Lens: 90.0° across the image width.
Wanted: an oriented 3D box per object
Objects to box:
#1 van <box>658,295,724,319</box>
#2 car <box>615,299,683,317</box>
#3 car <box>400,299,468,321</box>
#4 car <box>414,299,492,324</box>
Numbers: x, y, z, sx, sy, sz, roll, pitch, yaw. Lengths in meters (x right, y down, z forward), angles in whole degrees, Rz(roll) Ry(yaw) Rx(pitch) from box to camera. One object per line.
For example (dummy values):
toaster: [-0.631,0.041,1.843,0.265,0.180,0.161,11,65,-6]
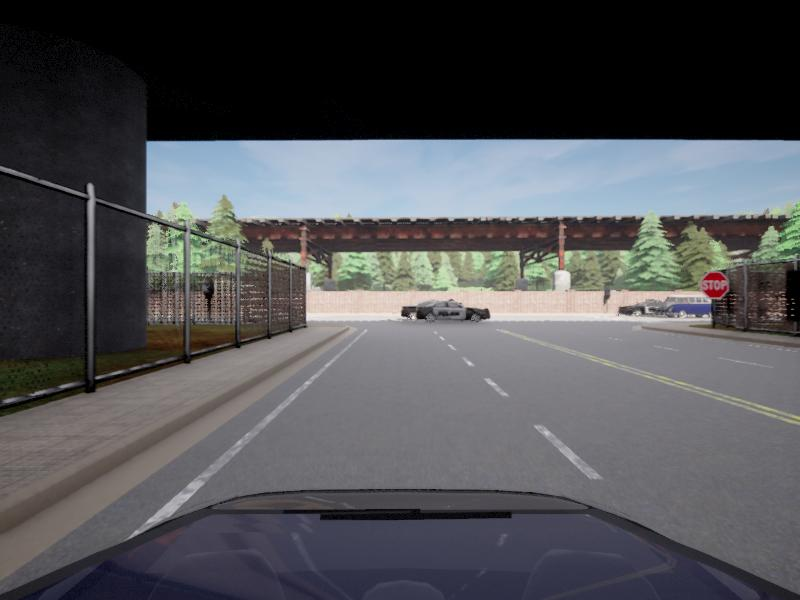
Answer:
van: [25.194,0.590,34.780,4.442,1.987,1.775,0,0,1]
car: [23.767,0.761,38.297,5.238,1.638,1.930,0,0,1]
car: [2.603,0.762,31.629,5.238,1.638,1.930,0,0,1]
car: [3.641,0.763,28.114,5.238,1.638,1.930,0,0,1]
